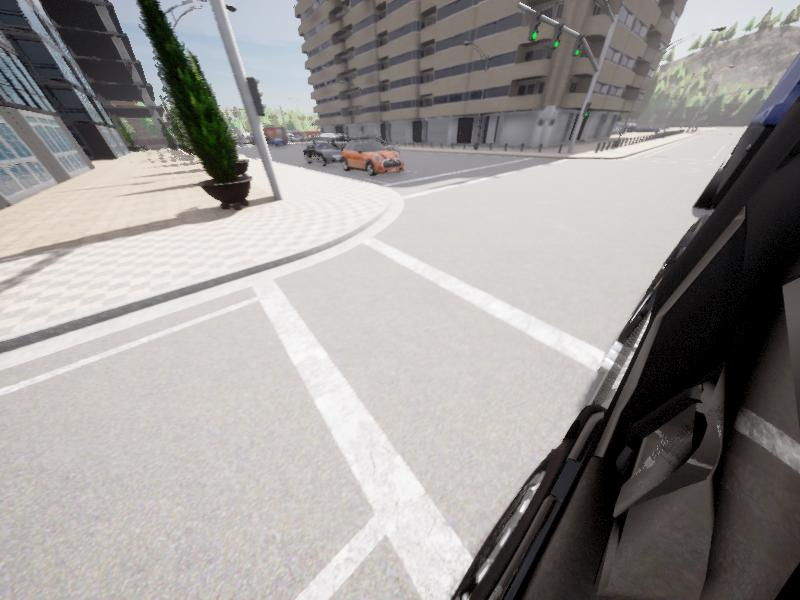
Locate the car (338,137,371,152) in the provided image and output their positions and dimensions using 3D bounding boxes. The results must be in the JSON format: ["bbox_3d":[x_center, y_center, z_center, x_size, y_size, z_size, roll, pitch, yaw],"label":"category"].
[{"bbox_3d":[-6.341,-21.624,32.027,2.163,1.488,4.792,-27,43,-30],"label":"car"}]

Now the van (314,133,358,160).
[{"bbox_3d":[-6.458,-15.436,23.142,2.069,2.038,4.480,-27,43,-30],"label":"van"}]

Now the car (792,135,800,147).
[{"bbox_3d":[38.079,-14.783,20.925,4.181,1.385,1.994,-27,43,-30],"label":"car"}]

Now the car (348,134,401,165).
[{"bbox_3d":[-2.123,-12.368,18.912,1.932,1.855,4.605,-27,43,-30],"label":"car"}]

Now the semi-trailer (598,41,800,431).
[{"bbox_3d":[8.711,-3.537,4.301,14.254,4.402,2.717,-27,43,-30],"label":"semi-trailer"}]

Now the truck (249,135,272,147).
[{"bbox_3d":[-31.582,-36.004,52.194,2.390,2.098,6.274,-28,44,-31],"label":"truck"}]

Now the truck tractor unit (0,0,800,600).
[{"bbox_3d":[2.645,-0.295,0.351,6.516,4.208,3.053,-28,44,-30],"label":"truck tractor unit"}]

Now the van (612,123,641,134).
[{"bbox_3d":[57.880,-43.965,59.167,2.069,2.038,4.480,-28,43,-31],"label":"van"}]

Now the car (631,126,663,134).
[{"bbox_3d":[58.218,-40.232,54.579,1.812,1.442,4.674,-26,43,-29],"label":"car"}]

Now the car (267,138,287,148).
[{"bbox_3d":[-23.925,-30.573,44.938,1.882,1.535,5.008,-27,44,-30],"label":"car"}]

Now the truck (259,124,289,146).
[{"bbox_3d":[-29.477,-38.460,53.983,2.891,3.827,8.468,-28,44,-31],"label":"truck"}]

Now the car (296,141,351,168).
[{"bbox_3d":[-6.243,-11.831,18.676,2.128,1.511,4.902,-27,43,-30],"label":"car"}]

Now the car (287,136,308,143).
[{"bbox_3d":[-30.563,-48.017,69.012,4.974,1.542,2.038,-28,43,-31],"label":"car"}]

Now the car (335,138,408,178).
[{"bbox_3d":[-1.822,-8.865,14.204,2.097,1.767,4.553,-27,43,-30],"label":"car"}]
